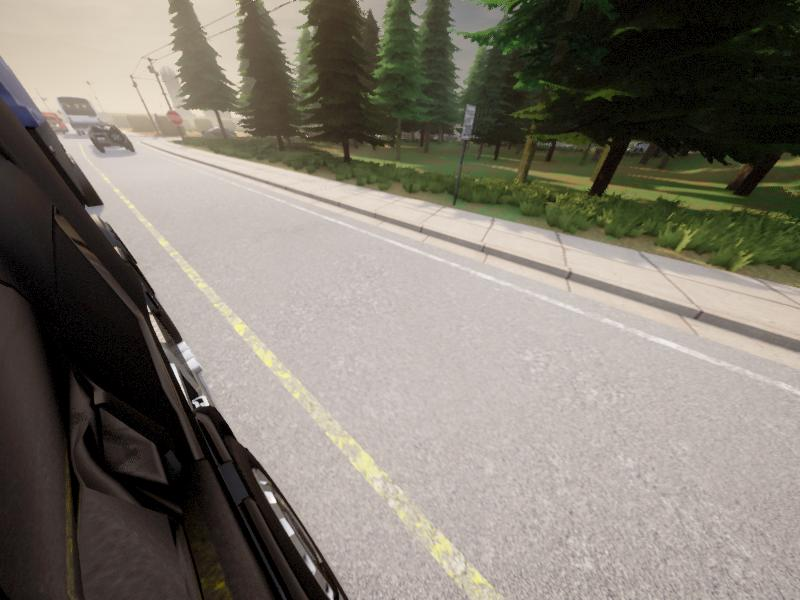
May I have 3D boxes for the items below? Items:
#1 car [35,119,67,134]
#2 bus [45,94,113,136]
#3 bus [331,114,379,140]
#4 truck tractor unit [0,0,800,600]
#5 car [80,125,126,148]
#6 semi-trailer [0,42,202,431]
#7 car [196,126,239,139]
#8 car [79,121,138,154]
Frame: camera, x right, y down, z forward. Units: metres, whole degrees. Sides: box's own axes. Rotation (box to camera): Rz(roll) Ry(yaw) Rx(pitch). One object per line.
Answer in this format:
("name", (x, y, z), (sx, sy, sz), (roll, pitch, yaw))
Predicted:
("car", (-49.767, -24.770, 33.039), (3.988, 1.617, 1.851), (29, 44, 31))
("bus", (-47.343, -27.211, 34.243), (10.273, 4.253, 3.944), (29, 44, 31))
("bus", (-9.796, -38.911, 52.121), (3.944, 4.253, 10.273), (27, 43, 29))
("truck tractor unit", (-2.645, -0.295, 0.351), (6.516, 4.208, 3.053), (28, 44, 30))
("car", (-27.380, -15.176, 21.346), (4.514, 1.525, 2.007), (31, 45, 33))
("semi-trailer", (-8.711, -3.573, 4.249), (14.254, 4.402, 2.717), (28, 43, 30))
("car", (-29.367, -27.079, 37.392), (2.128, 1.511, 4.902), (27, 43, 29))
("car", (-22.509, -12.596, 17.826), (4.605, 1.855, 1.932), (29, 44, 31))
